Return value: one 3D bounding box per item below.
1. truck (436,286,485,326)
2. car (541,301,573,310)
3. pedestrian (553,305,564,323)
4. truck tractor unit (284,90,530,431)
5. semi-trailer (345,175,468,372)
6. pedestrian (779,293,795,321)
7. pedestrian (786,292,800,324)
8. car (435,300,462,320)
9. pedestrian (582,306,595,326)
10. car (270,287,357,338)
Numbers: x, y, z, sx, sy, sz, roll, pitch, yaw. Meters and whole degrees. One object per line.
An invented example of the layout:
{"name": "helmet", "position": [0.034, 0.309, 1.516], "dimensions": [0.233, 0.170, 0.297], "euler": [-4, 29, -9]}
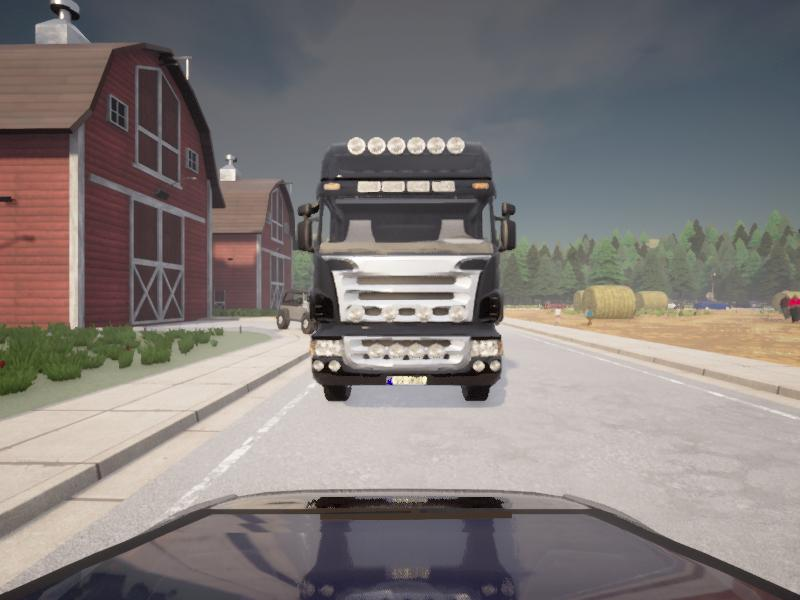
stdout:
{"name": "truck", "position": [3.895, 0.355, 26.932], "dimensions": [2.627, 2.467, 5.204], "euler": [0, 0, 1]}
{"name": "car", "position": [24.613, 0.881, 62.804], "dimensions": [4.193, 1.474, 1.816], "euler": [0, 0, 2]}
{"name": "pedestrian", "position": [9.665, 0.865, 24.442], "dimensions": [0.500, 1.100, 0.500], "euler": [0, 0, 4]}
{"name": "truck tractor unit", "position": [0.125, -0.498, 8.216], "dimensions": [3.053, 4.208, 6.516], "euler": [0, 0, 1]}
{"name": "semi-trailer", "position": [0.270, -0.652, 16.130], "dimensions": [2.717, 4.402, 14.254], "euler": [1, 0, 1]}
{"name": "pedestrian", "position": [26.526, 0.482, 27.422], "dimensions": [0.751, 1.860, 0.751], "euler": [0, 0, 38]}
{"name": "pedestrian", "position": [23.297, 0.482, 23.566], "dimensions": [0.751, 1.860, 0.751], "euler": [0, 0, 39]}
{"name": "car", "position": [3.986, 0.815, 33.442], "dimensions": [1.789, 1.549, 3.705], "euler": [0, 0, 1]}
{"name": "pedestrian", "position": [10.245, 0.865, 21.710], "dimensions": [0.500, 1.100, 0.500], "euler": [0, 0, 3]}
{"name": "car", "position": [-3.902, 0.488, 17.613], "dimensions": [1.905, 1.878, 3.866], "euler": [8, -3, -41]}
